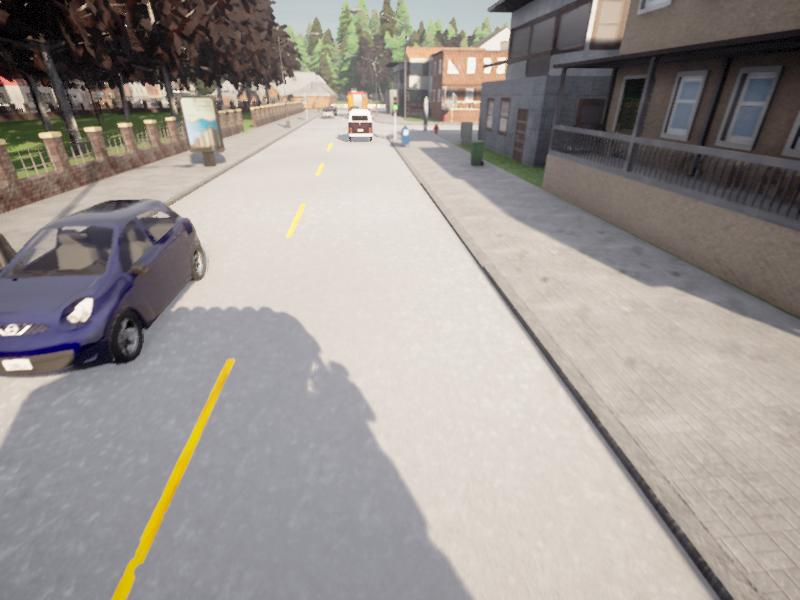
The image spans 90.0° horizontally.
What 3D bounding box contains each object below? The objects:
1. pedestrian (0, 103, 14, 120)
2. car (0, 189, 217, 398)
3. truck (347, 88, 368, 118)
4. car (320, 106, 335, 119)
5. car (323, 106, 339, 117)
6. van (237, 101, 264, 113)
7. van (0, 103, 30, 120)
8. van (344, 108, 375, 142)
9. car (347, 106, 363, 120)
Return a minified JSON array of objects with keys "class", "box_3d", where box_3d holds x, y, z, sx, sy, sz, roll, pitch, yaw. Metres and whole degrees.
[{"class":"pedestrian","box_3d":[-50.052,-23.915,50.713,0.751,1.860,0.751,-3,27,-6]},{"class":"car","box_3d":[-4.293,-0.421,5.749,1.845,1.501,3.633,-3,28,-5]},{"class":"truck","box_3d":[-6.491,-30.156,61.112,2.891,3.827,8.468,-3,27,-5]},{"class":"car","box_3d":[-10.088,-26.260,56.030,1.845,1.501,3.633,-3,27,-7]},{"class":"car","box_3d":[-10.642,-29.256,62.009,2.033,1.411,5.357,-3,27,-6]},{"class":"van","box_3d":[-29.788,-38.594,79.962,4.442,1.987,1.775,-3,27,-5]},{"class":"van","box_3d":[-55.508,-26.628,56.552,2.069,2.038,4.480,-3,27,-5]},{"class":"van","box_3d":[-2.986,-13.204,30.076,2.069,2.038,4.480,-2,27,-4]},{"class":"car","box_3d":[-6.118,-25.560,54.594,1.851,1.617,3.988,-1,27,-2]}]
